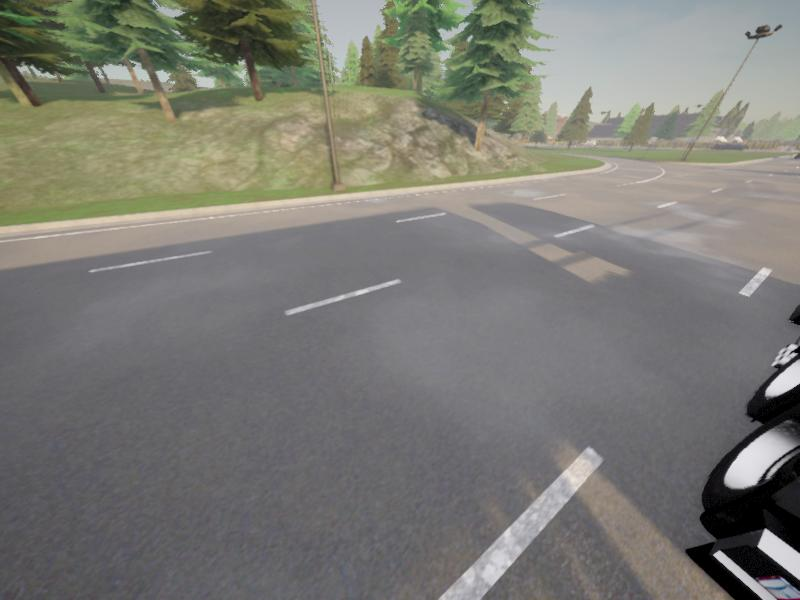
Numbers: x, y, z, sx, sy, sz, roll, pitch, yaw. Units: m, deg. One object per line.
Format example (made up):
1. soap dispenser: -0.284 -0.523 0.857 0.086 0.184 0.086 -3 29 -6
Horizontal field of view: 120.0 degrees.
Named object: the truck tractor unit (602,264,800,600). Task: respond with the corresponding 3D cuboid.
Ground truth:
1. truck tractor unit: 5.114 -0.298 0.779 6.516 4.208 3.053 -18 39 -24
